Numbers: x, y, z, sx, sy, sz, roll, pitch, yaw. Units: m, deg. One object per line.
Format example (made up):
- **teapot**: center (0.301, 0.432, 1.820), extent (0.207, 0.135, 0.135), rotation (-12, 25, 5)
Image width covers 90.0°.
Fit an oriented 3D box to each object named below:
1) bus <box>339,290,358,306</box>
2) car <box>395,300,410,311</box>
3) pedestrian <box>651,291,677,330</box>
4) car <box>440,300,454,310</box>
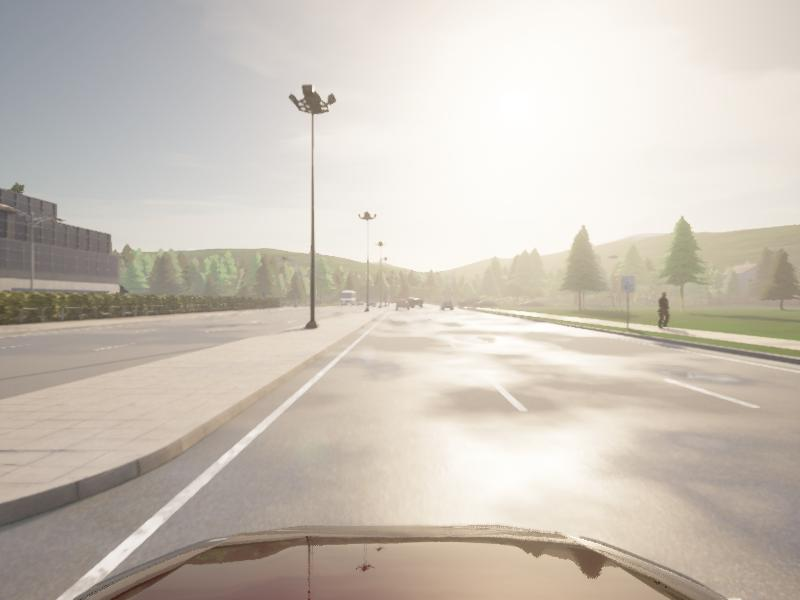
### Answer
- **bus**: center (-14.399, -0.547, 113.010), extent (3.944, 4.253, 10.273), rotation (0, 0, 0)
- **car**: center (0.384, 0.777, 63.570), extent (2.152, 1.651, 5.027), rotation (0, 0, 0)
- **pedestrian**: center (12.670, 0.486, 19.232), extent (0.751, 1.860, 0.751), rotation (0, 0, 2)
- **car**: center (7.386, 0.786, 63.084), extent (1.851, 1.617, 3.988), rotation (0, 0, 0)
